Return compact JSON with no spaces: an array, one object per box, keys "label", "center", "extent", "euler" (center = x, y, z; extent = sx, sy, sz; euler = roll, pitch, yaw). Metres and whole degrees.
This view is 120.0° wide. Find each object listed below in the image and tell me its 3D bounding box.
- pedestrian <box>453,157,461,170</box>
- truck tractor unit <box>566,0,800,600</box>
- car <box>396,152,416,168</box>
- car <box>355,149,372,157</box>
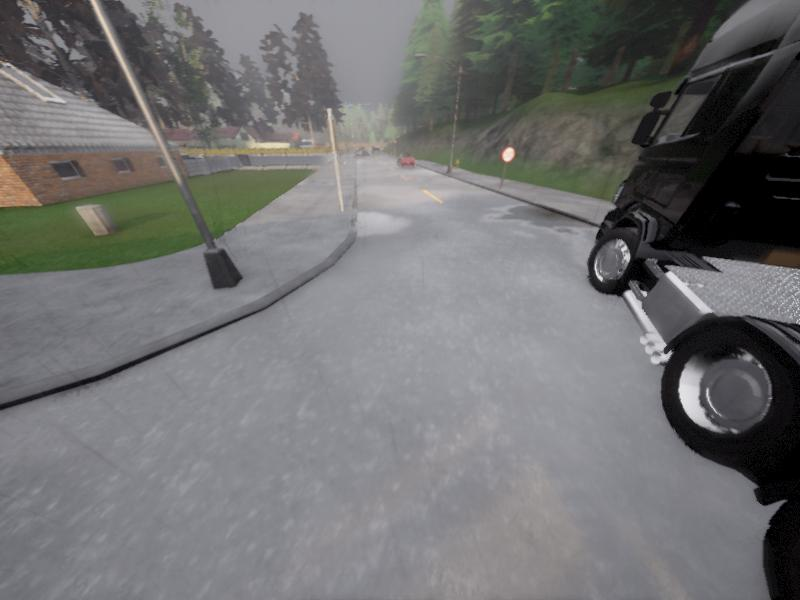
[{"label":"pedestrian","center":[6.049,-14.409,24.406],"extent":[0.500,1.100,0.500],"euler":[-15,37,-21]},{"label":"truck tractor unit","center":[4.217,-0.740,1.480],"extent":[3.053,4.208,6.516],"euler":[14,36,18]},{"label":"car","center":[0.701,-17.445,28.788],"extent":[1.845,1.501,3.633],"euler":[-5,34,-7]},{"label":"car","center":[-8.642,-34.688,54.478],"extent":[2.038,1.542,4.974],"euler":[-21,39,-27]}]
